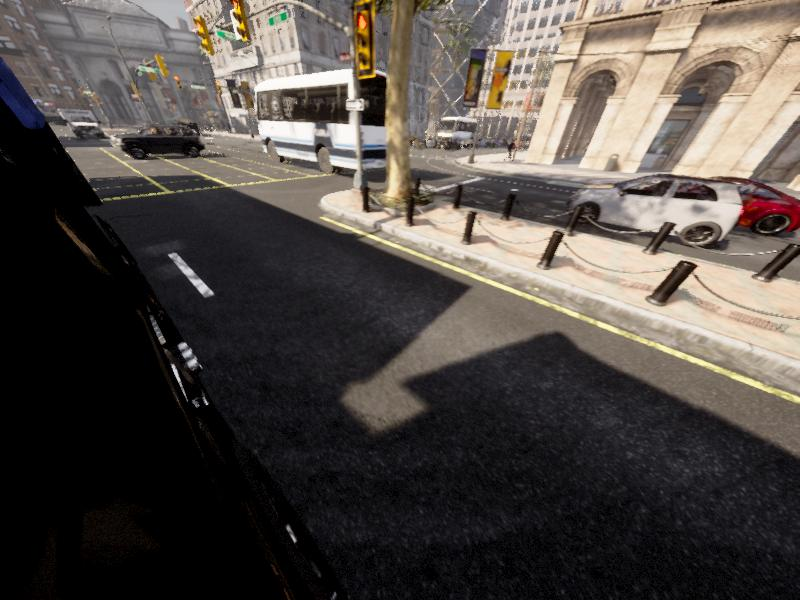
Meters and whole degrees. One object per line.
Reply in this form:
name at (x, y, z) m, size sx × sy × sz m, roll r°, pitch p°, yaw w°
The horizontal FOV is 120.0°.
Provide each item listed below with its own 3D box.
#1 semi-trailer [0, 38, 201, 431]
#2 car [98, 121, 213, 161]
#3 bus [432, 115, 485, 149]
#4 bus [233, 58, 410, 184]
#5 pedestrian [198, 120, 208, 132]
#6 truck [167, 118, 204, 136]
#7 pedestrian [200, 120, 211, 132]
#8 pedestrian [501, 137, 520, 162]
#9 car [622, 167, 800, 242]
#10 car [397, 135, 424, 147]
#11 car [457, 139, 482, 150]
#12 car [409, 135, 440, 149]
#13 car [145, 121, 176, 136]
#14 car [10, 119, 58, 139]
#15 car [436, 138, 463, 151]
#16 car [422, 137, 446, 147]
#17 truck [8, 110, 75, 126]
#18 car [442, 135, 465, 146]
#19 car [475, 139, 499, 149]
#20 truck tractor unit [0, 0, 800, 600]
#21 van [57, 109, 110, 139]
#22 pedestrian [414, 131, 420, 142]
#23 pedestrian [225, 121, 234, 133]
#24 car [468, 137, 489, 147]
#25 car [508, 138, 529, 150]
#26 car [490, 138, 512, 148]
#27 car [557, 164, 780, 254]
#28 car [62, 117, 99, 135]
semi-trailer at (-8.712, -3.587, 4.226) m, size 14.254 × 4.402 × 2.717 m, roll 28°, pitch 43°, yaw 30°
car at (-15.808, -10.532, 15.264) m, size 1.932 × 1.855 × 4.605 m, roll 28°, pitch 43°, yaw 30°
bus at (10.413, -29.309, 40.480) m, size 3.944 × 4.253 × 10.273 m, roll 28°, pitch 43°, yaw 30°
bus at (-4.807, -10.270, 13.677) m, size 10.273 × 4.253 × 3.944 m, roll 28°, pitch 43°, yaw 30°
pedestrian at (-40.005, -35.370, 46.903) m, size 0.751 × 1.860 × 0.751 m, roll 24°, pitch 41°, yaw 26°
truck at (-35.039, -28.248, 37.707) m, size 6.274 × 2.098 × 2.390 m, roll 28°, pitch 43°, yaw 30°
pedestrian at (-39.916, -35.728, 47.394) m, size 0.751 × 1.860 × 0.751 m, roll 19°, pitch 39°, yaw 21°
pedestrian at (10.092, -13.727, 21.099) m, size 0.751 × 1.860 × 0.751 m, roll -12°, pitch 39°, yaw -19°
car at (10.870, -3.560, 8.114) m, size 4.181 × 1.385 × 1.994 m, roll 28°, pitch 43°, yaw 30°
car at (1.738, -25.662, 37.310) m, size 1.812 × 1.442 × 4.674 m, roll 28°, pitch 43°, yaw 30°
car at (11.467, -25.736, 38.208) m, size 1.895 × 1.301 × 4.718 m, roll 28°, pitch 43°, yaw 30°
car at (3.745, -23.814, 34.876) m, size 2.038 × 1.542 × 4.974 m, roll 28°, pitch 43°, yaw 30°
car at (-36.356, -26.019, 35.041) m, size 5.366 × 1.575 × 1.801 m, roll 28°, pitch 43°, yaw 30°
car at (-36.938, -17.334, 23.411) m, size 5.357 × 1.411 × 2.033 m, roll 28°, pitch 43°, yaw 30°
car at (7.304, -22.979, 34.040) m, size 1.816 × 1.474 × 4.193 m, roll 28°, pitch 43°, yaw 30°
car at (6.100, -28.592, 41.700) m, size 1.895 × 1.301 × 4.718 m, roll 28°, pitch 43°, yaw 30°
truck at (-67.827, -34.518, 43.916) m, size 6.274 × 2.098 × 2.390 m, roll -15°, pitch 40°, yaw -22°
car at (10.641, -31.788, 46.020) m, size 2.242 × 1.667 × 4.611 m, roll 28°, pitch 43°, yaw 30°
car at (16.066, -28.869, 42.681) m, size 2.033 × 1.411 × 5.357 m, roll 28°, pitch 43°, yaw 30°
truck tractor unit at (-2.645, -0.295, 0.351) m, size 6.516 × 4.208 × 3.053 m, roll 28°, pitch 44°, yaw 30°
van at (-35.025, -19.457, 25.545) m, size 6.366 × 2.431 × 2.351 m, roll 28°, pitch 43°, yaw 30°
pedestrian at (3.757, -35.682, 50.354) m, size 0.751 × 1.860 × 0.751 m, roll -23°, pitch 44°, yaw -31°
pedestrian at (-33.866, -34.231, 45.786) m, size 0.751 × 1.860 × 0.751 m, roll -29°, pitch 47°, yaw -36°
car at (16.049, -32.140, 46.992) m, size 2.007 × 1.525 × 4.514 m, roll 28°, pitch 43°, yaw 30°
car at (23.266, -30.636, 45.232) m, size 2.097 × 1.767 × 4.553 m, roll 28°, pitch 43°, yaw 30°
car at (20.688, -32.098, 47.175) m, size 2.152 × 1.651 × 5.027 m, roll 28°, pitch 43°, yaw 30°
car at (7.173, -2.885, 6.805) m, size 3.633 × 1.501 × 1.845 m, roll 28°, pitch 43°, yaw 30°
car at (-40.918, -22.258, 29.599) m, size 4.856 × 1.649 × 2.033 m, roll 28°, pitch 43°, yaw 30°
